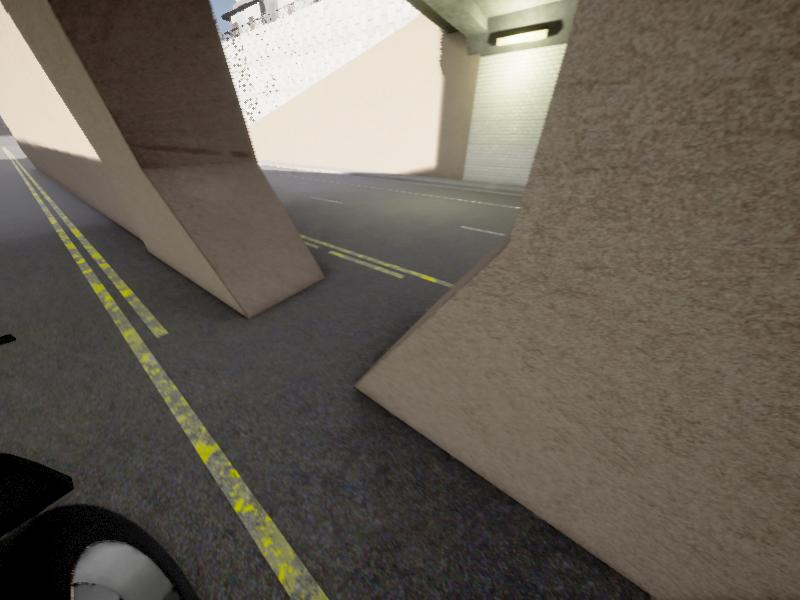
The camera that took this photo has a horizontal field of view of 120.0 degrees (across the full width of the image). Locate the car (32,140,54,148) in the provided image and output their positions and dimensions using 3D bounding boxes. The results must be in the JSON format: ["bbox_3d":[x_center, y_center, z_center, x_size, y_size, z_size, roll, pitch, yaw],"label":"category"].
[{"bbox_3d":[-78.235,-34.229,50.606,5.357,1.411,2.033,22,41,28],"label":"car"}]
